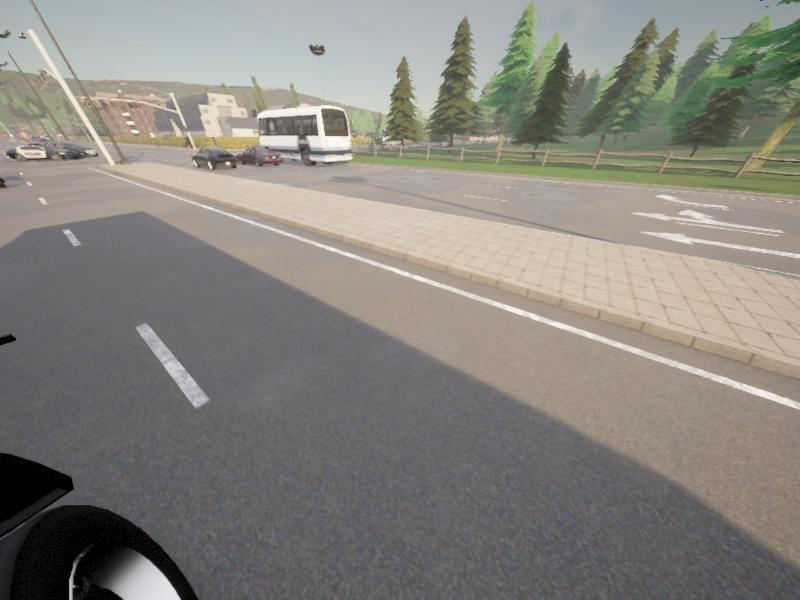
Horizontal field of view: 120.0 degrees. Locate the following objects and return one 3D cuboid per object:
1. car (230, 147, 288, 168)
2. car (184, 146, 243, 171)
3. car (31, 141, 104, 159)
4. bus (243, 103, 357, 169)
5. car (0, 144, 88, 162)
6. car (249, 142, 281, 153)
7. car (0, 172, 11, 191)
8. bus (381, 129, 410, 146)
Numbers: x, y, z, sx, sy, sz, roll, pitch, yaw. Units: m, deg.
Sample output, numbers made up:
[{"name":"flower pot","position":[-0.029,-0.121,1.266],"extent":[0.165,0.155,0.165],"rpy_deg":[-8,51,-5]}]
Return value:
[{"name":"car","position":[-13.076,-13.259,21.388],"extent":[5.357,1.411,2.033],"rpy_deg":[22,41,28]},{"name":"car","position":[-15.632,-11.874,19.321],"extent":[4.892,1.490,1.837],"rpy_deg":[22,41,28]},{"name":"car","position":[-39.446,-17.878,27.548],"extent":[4.856,1.649,2.033],"rpy_deg":[-1,36,-1]},{"name":"bus","position":[-9.439,-15.333,21.874],"extent":[10.273,4.253,3.944],"rpy_deg":[22,41,28]},{"name":"car","position":[-37.356,-15.539,24.332],"extent":[4.974,1.542,2.038],"rpy_deg":[-6,35,-8]},{"name":"car","position":[-23.232,-26.315,39.837],"extent":[1.994,1.385,4.181],"rpy_deg":[24,41,29]},{"name":"car","position":[-22.242,-6.522,11.581],"extent":[5.027,1.651,2.152],"rpy_deg":[22,41,28]},{"name":"bus","position":[-1.213,-52.026,73.914],"extent":[3.944,4.253,10.273],"rpy_deg":[23,41,28]}]
